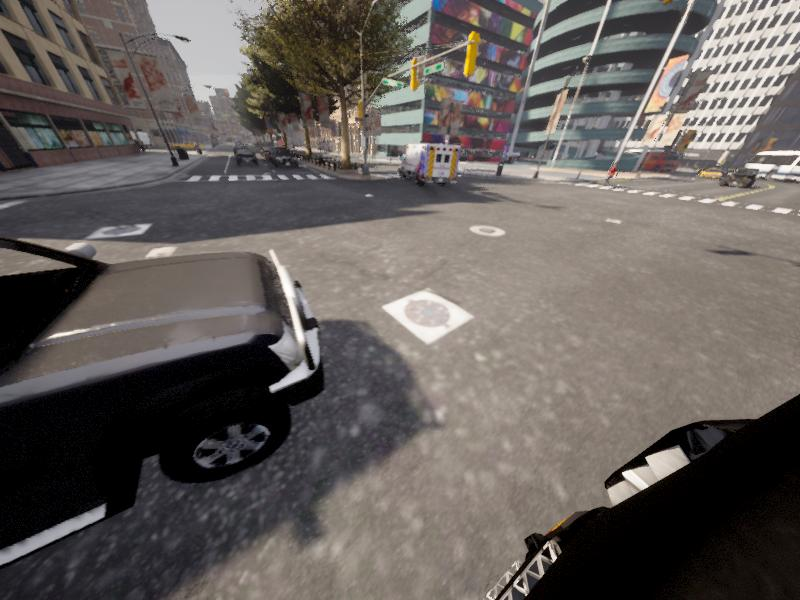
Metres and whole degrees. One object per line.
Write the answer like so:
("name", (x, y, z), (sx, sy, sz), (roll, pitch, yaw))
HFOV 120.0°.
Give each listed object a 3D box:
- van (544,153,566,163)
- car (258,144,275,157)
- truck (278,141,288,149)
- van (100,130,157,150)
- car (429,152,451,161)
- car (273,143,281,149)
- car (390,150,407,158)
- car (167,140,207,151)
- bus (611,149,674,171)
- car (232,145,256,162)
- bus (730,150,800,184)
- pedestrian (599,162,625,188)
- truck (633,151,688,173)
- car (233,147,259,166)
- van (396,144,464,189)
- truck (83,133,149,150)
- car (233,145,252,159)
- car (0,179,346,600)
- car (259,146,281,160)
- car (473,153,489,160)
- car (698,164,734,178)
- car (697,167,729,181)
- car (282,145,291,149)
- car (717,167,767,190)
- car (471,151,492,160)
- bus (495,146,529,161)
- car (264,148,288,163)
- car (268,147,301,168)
("van", (55.271, -50.804, 82.597), (1.988, 2.561, 5.915), (-16, 38, -26))
("car", (-22.740, -25.336, 39.173), (1.851, 1.617, 3.988), (-16, 38, -26))
("truck", (-45.706, -60.755, 90.282), (2.627, 2.467, 5.204), (-16, 38, -26))
("van", (-48.384, -28.637, 41.426), (5.915, 2.561, 1.988), (-18, 39, -28))
("car", (8.976, -32.564, 52.328), (2.128, 1.511, 4.902), (-16, 38, -26))
("car", (-44.178, -55.207, 82.855), (1.845, 1.501, 3.633), (-17, 38, -28))
("car", (-0.430, -37.217, 58.745), (2.161, 1.482, 4.786), (-16, 38, -26))
("car", (-41.940, -30.515, 45.613), (1.801, 1.575, 5.366), (27, 40, 32))
("bus", (63.405, -37.150, 61.015), (3.944, 4.253, 10.273), (-5, 34, -12))
("car", (-19.697, -18.500, 29.129), (2.007, 1.525, 4.514), (-16, 38, -26))
("bus", (63.539, -22.481, 38.830), (3.944, 4.253, 10.273), (16, 36, 19))
("pedestrian", (17.803, -10.491, 19.437), (0.751, 1.860, 0.751), (-18, 39, -28))
("truck", (57.032, -30.604, 51.027), (2.891, 3.827, 8.468), (7, 34, 7))
("car", (-16.308, -15.198, 24.457), (1.812, 1.442, 4.674), (-16, 38, -26))
("van", (1.797, -10.064, 17.136), (2.351, 2.431, 6.366), (-8, 35, -17))
("truck", (-47.157, -26.515, 38.705), (6.274, 2.098, 2.390), (-17, 38, -27))
("car", (-23.021, -21.706, 33.763), (1.837, 1.490, 4.892), (-16, 38, -27))
("car", (-2.929, 0.493, 1.307), (4.605, 1.855, 1.932), (-16, 38, -27))
("car", (-19.393, -22.022, 34.493), (2.128, 1.511, 4.902), (-16, 38, -26))
("car", (25.278, -44.952, 72.364), (2.007, 1.523, 4.514), (-16, 38, -26))
("car", (57.460, -23.548, 42.163), (1.905, 1.878, 3.866), (16, 36, 19))
("car", (48.079, -19.513, 35.626), (1.801, 1.575, 5.366), (28, 41, 33))
("car", (-41.680, -56.304, 84.909), (1.895, 1.301, 4.718), (-16, 38, -26))
("car", (36.683, -13.102, 24.801), (3.866, 1.878, 1.905), (-16, 38, -27))
("car", (25.323, -45.250, 72.106), (2.435, 2.045, 5.566), (-16, 38, -26))
("bus", (41.023, -54.093, 84.996), (3.944, 4.253, 10.273), (-16, 38, -26))
("car", (-16.037, -18.674, 29.807), (1.994, 1.385, 4.181), (-16, 38, -26))
("car", (-12.376, -15.229, 24.591), (2.242, 1.667, 4.611), (-16, 38, -26))
